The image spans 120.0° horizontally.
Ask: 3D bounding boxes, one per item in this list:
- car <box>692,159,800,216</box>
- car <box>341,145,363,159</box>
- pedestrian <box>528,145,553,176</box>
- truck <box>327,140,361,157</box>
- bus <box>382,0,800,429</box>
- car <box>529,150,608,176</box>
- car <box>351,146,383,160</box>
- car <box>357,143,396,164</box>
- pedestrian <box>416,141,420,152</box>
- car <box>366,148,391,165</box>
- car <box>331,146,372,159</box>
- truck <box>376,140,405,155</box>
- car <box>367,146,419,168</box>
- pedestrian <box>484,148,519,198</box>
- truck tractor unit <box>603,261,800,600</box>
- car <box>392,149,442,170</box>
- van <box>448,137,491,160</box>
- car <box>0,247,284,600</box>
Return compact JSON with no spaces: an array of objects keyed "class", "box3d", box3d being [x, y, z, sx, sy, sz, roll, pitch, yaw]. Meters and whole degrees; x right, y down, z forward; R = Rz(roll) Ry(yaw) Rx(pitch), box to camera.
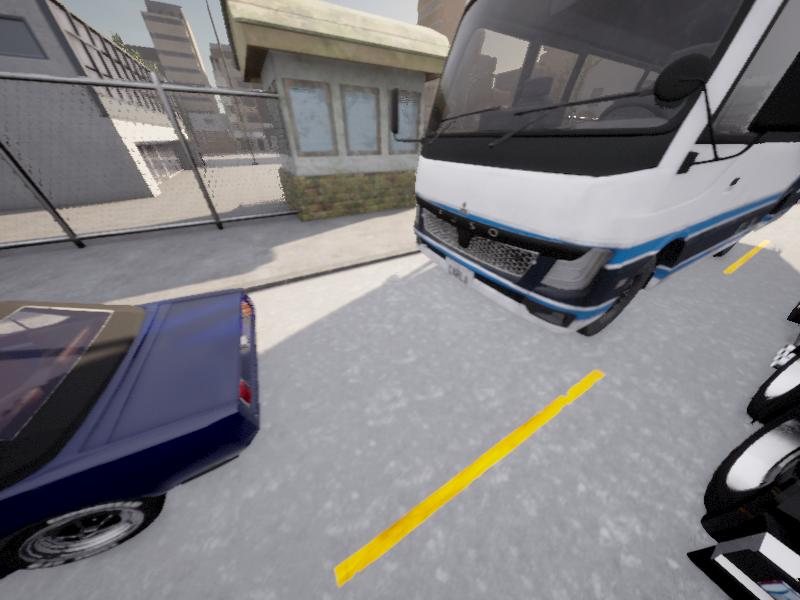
[{"class":"car","box3d":[15.189,-5.201,10.296,4.902,1.511,2.128,-28,44,-34]},{"class":"car","box3d":[-6.970,-21.362,33.182,1.789,1.547,3.705,-18,39,-24]},{"class":"pedestrian","box3d":[10.293,-10.214,16.935,0.751,1.860,0.751,-18,39,-24]},{"class":"truck","box3d":[-8.749,-23.739,36.163,4.478,2.038,2.069,-18,39,-24]},{"class":"bus","box3d":[5.216,-2.870,4.460,10.273,4.253,3.944,-17,38,-23]},{"class":"car","box3d":[14.314,-12.020,20.084,2.038,1.542,4.974,-18,38,-24]},{"class":"car","box3d":[-4.279,-19.292,30.246,3.633,1.501,1.845,-18,39,-24]},{"class":"car","box3d":[-2.565,-16.621,26.123,3.866,1.878,1.905,-18,39,-24]},{"class":"pedestrian","box3d":[3.902,-32.834,49.386,0.751,1.860,0.751,6,35,8]},{"class":"car","box3d":[-2.253,-15.131,24.349,2.207,1.379,1.481,-18,39,-24]},{"class":"car","box3d":[-6.943,-21.461,33.450,5.357,1.415,2.033,-18,39,-24]},{"class":"truck","box3d":[-1.919,-29.332,44.330,2.390,2.098,6.274,-21,40,-28]},{"class":"car","box3d":[-0.672,-14.323,23.020,4.611,1.667,2.242,-18,39,-24]},{"class":"pedestrian","box3d":[4.526,-5.694,10.383,0.751,1.860,0.751,-20,40,-27]},{"class":"truck tractor unit","box3d":[5.104,-0.307,0.790,6.516,4.208,3.053,-18,39,-24]},{"class":"car","box3d":[1.531,-12.889,21.098,4.193,1.474,1.816,-18,39,-24]},{"class":"van","box3d":[9.761,-21.752,33.150,1.988,2.561,5.915,-18,39,-25]},{"class":"car","box3d":[-3.499,1.051,1.331,4.718,1.301,1.895,-17,38,-23]}]
